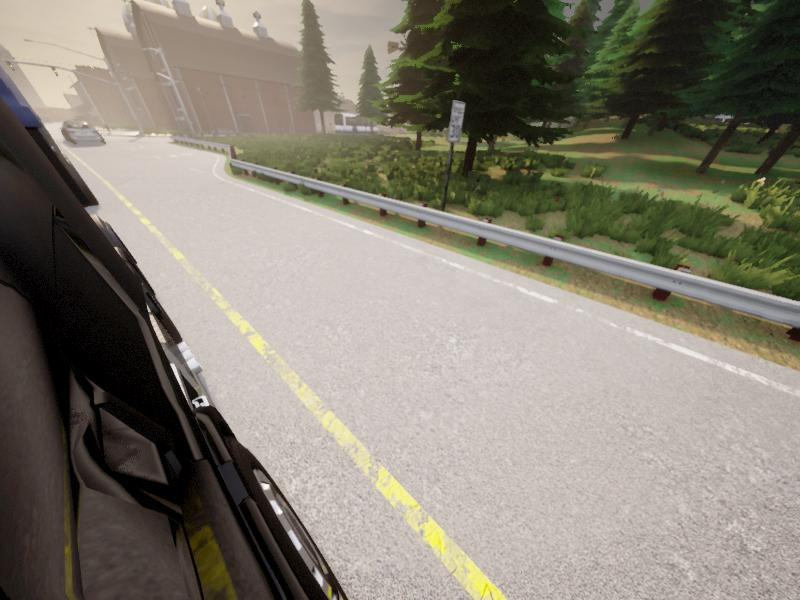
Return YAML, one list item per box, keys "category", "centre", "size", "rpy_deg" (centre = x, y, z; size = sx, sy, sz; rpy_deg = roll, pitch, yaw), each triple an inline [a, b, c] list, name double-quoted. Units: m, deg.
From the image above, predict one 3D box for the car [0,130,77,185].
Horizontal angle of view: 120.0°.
- category: "car"
  centre: [-16.066, -6.168, 9.758]
  size: [4.902, 1.511, 2.128]
  rpy_deg: [27, 43, 30]

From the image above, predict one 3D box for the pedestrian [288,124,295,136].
- category: "pedestrian"
  centre: [-21.943, -34.322, 46.728]
  size: [0.751, 1.860, 0.751]
  rpy_deg: [-24, 44, -31]

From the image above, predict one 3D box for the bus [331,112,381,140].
- category: "bus"
  centre: [-9.162, -37.266, 49.707]
  size: [3.944, 4.253, 10.273]
  rpy_deg: [27, 43, 30]

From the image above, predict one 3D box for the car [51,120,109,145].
- category: "car"
  centre: [-30.339, -15.901, 21.890]
  size: [4.611, 1.667, 2.242]
  rpy_deg: [25, 42, 27]

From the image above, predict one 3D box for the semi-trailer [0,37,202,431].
- category: "semi-trailer"
  centre: [-8.751, -3.554, 4.196]
  size: [14.254, 4.402, 2.717]
  rpy_deg: [27, 43, 29]

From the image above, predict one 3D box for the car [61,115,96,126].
- category: "car"
  centre: [-71.054, -39.637, 51.041]
  size: [3.866, 1.878, 1.905]
  rpy_deg: [-2, 43, -3]

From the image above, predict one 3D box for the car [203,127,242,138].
- category: "car"
  centre: [-27.778, -26.262, 36.262]
  size: [1.994, 1.385, 4.181]
  rpy_deg: [27, 43, 29]

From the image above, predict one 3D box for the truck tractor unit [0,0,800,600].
- category: "truck tractor unit"
  centre: [-2.645, -0.295, 0.351]
  size: [6.516, 4.208, 3.053]
  rpy_deg: [28, 44, 30]

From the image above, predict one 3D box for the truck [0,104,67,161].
- category: "truck"
  centre: [-22.930, -9.945, 13.621]
  size: [5.204, 2.467, 2.627]
  rpy_deg: [26, 43, 29]
